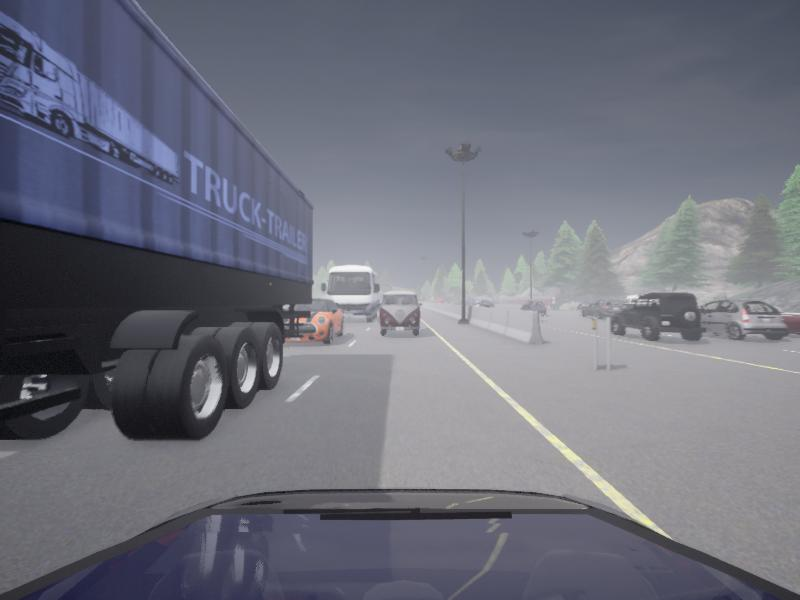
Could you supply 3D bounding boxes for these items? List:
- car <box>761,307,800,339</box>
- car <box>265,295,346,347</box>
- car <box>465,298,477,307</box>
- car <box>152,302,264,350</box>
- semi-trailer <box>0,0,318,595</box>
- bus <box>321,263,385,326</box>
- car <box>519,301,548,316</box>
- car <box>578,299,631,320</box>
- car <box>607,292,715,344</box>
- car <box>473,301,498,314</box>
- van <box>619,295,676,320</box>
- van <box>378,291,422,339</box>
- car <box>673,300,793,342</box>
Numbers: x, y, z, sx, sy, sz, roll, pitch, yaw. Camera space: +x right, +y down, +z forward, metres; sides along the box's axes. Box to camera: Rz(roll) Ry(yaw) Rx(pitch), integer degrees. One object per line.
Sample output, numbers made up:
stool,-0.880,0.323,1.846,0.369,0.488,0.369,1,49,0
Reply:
car,17.499,0.957,15.968,1.895,1.301,4.718,0,0,0
car,-3.502,0.708,15.745,2.097,1.767,4.553,0,0,0
car,17.357,0.652,98.597,2.150,2.045,5.566,0,0,1
car,-7.001,0.836,15.295,1.882,1.535,5.008,0,0,0
semi-trailer,-3.506,-0.616,3.292,2.717,4.402,14.254,0,0,0
bus,-3.380,-0.520,32.173,3.944,4.253,10.273,0,2,0
car,13.996,0.861,42.016,1.845,1.501,3.633,0,0,0
car,17.499,0.785,34.542,2.242,1.667,4.611,0,0,0
car,10.501,0.660,16.486,1.905,1.878,3.866,0,0,0
car,10.482,0.869,49.676,2.038,1.542,4.974,0,0,0
van,21.000,0.600,34.219,2.069,2.038,4.480,0,0,0
van,-0.001,0.615,18.673,1.775,1.987,4.442,0,0,0
car,14.002,0.803,17.172,1.851,1.617,3.988,0,0,0
